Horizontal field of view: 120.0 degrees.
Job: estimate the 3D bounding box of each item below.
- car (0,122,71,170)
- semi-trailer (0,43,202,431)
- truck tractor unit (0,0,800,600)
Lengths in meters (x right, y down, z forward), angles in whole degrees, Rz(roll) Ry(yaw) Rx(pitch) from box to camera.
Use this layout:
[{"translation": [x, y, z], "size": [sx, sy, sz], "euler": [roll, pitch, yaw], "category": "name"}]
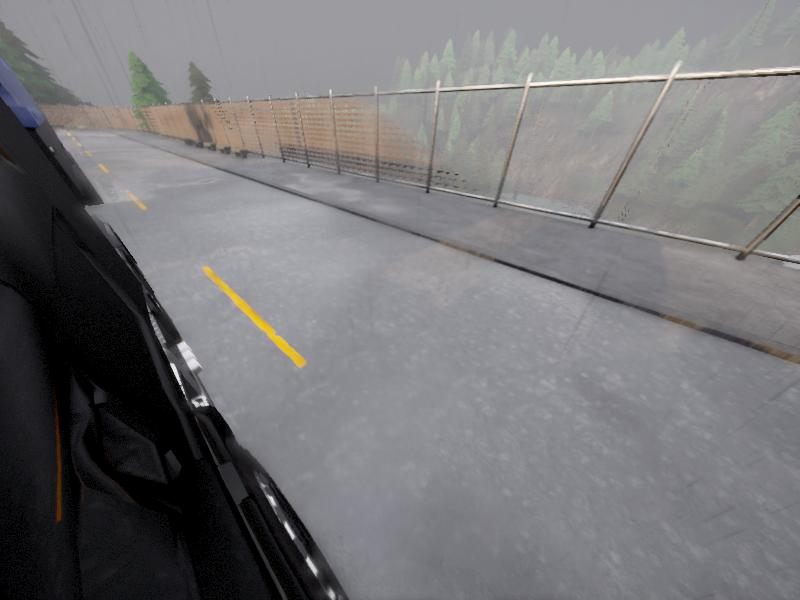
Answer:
[{"translation": [-19.203, -8.050, 11.881], "size": [5.238, 1.638, 1.930], "euler": [28, 44, 30], "category": "car"}, {"translation": [-8.701, -3.598, 4.233], "size": [14.254, 4.402, 2.717], "euler": [28, 44, 30], "category": "semi-trailer"}, {"translation": [-2.645, -0.295, 0.351], "size": [6.516, 4.208, 3.053], "euler": [28, 44, 30], "category": "truck tractor unit"}]
